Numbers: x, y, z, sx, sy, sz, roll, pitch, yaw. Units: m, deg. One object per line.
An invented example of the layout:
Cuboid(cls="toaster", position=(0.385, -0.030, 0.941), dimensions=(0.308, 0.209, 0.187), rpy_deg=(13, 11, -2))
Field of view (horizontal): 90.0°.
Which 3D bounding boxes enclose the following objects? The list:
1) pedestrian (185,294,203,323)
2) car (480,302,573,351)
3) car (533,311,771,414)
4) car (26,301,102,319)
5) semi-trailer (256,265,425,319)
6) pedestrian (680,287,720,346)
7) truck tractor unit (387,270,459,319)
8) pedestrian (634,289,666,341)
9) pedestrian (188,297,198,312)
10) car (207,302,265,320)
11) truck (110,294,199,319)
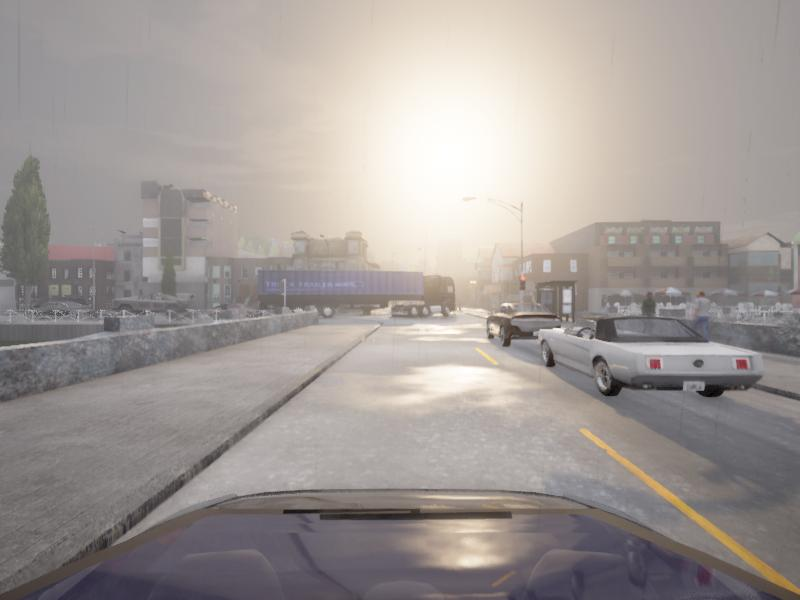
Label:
Cuboid(cls="pedestrian", position=(-13.628, 0.548, 26.475), dimensions=(0.751, 1.860, 0.751), rpy_deg=(0, 0, 1))
Cuboid(cls="car", position=(4.438, 0.837, 14.911), dimensions=(2.128, 1.511, 4.902), rpy_deg=(0, 0, 3))
Cuboid(cls="car", position=(4.303, 0.944, 7.966), dimensions=(1.895, 1.301, 4.718), rpy_deg=(0, 0, 2))
Cuboid(cls="car", position=(-29.417, 0.838, 35.134), dimensions=(4.902, 1.511, 2.128), rpy_deg=(0, 0, 2))
Cuboid(cls="semi-trailer", position=(-5.023, -0.617, 35.447), dimensions=(14.254, 4.402, 2.717), rpy_deg=(0, 0, -12))
Cuboid(cls="pedestrian", position=(9.734, 0.534, 12.994), dimensions=(0.751, 1.860, 0.751), rpy_deg=(0, 0, 2))
Cuboid(cls="truck tractor unit", position=(2.292, -0.514, 37.938), dimensions=(6.516, 4.208, 3.053), rpy_deg=(0, 0, -41))
Cuboid(cls="pedestrian", position=(9.226, 0.534, 14.767), dimensions=(0.751, 1.860, 0.751), rpy_deg=(0, 0, 8))
Cuboid(cls="pedestrian", position=(-24.975, 0.549, 48.274), dimensions=(0.751, 1.860, 0.751), rpy_deg=(0, 0, -2))
Cuboid(cls="car", position=(-14.089, 0.924, 34.494), dimensions=(4.181, 1.385, 1.994), rpy_deg=(0, 0, -2))
Cuboid(cls="truck", position=(-21.283, 0.544, 34.862), dimensions=(6.274, 2.098, 2.390), rpy_deg=(0, 0, 2))
